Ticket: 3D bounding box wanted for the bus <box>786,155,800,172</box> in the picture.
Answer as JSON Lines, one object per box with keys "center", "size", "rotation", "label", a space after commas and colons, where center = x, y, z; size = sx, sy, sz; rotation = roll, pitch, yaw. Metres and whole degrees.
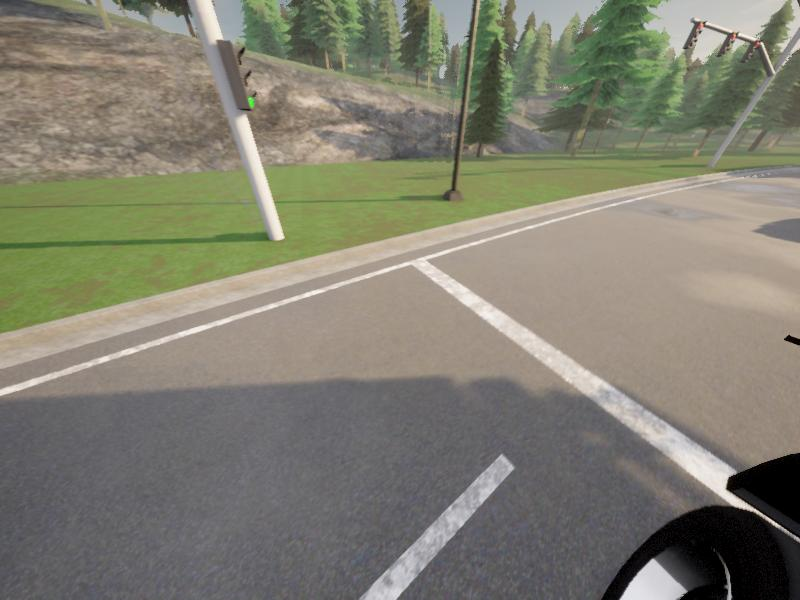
{"center": [34.076, -11.188, 15.780], "size": [10.273, 4.253, 3.944], "rotation": [-12, 37, -16], "label": "bus"}
